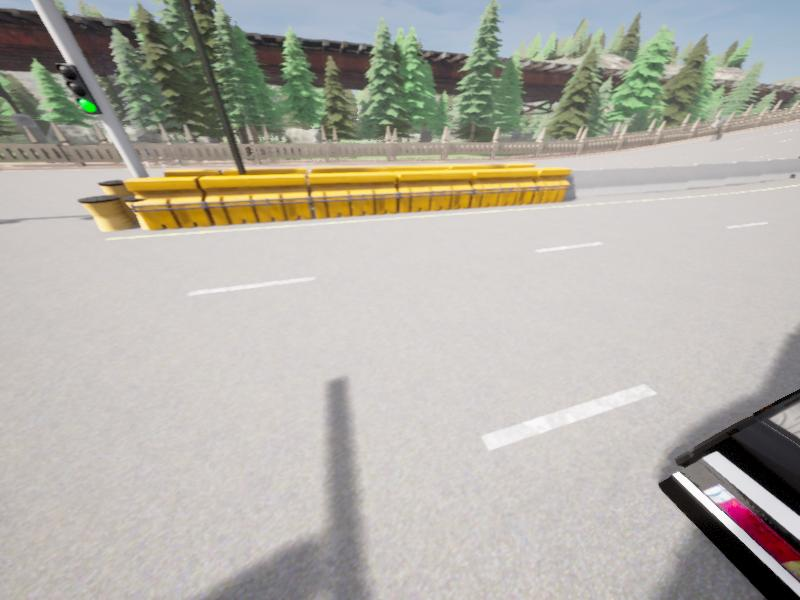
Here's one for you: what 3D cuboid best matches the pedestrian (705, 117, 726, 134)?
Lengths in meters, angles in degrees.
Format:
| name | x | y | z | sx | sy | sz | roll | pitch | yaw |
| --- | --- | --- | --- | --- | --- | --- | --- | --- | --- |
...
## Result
| name | x | y | z | sx | sy | sz | roll | pitch | yaw |
| --- | --- | --- | --- | --- | --- | --- | --- | --- | --- |
| pedestrian | 45.229 | -25.014 | 33.096 | 0.751 | 1.860 | 0.751 | -9 | 36 | -13 |

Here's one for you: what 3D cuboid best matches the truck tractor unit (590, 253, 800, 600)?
| name | x | y | z | sx | sy | sz | roll | pitch | yaw |
| --- | --- | --- | --- | --- | --- | --- | --- | --- | --- |
| truck tractor unit | 5.292 | -0.056 | 0.442 | 6.516 | 4.208 | 3.053 | -9 | 37 | -14 |
